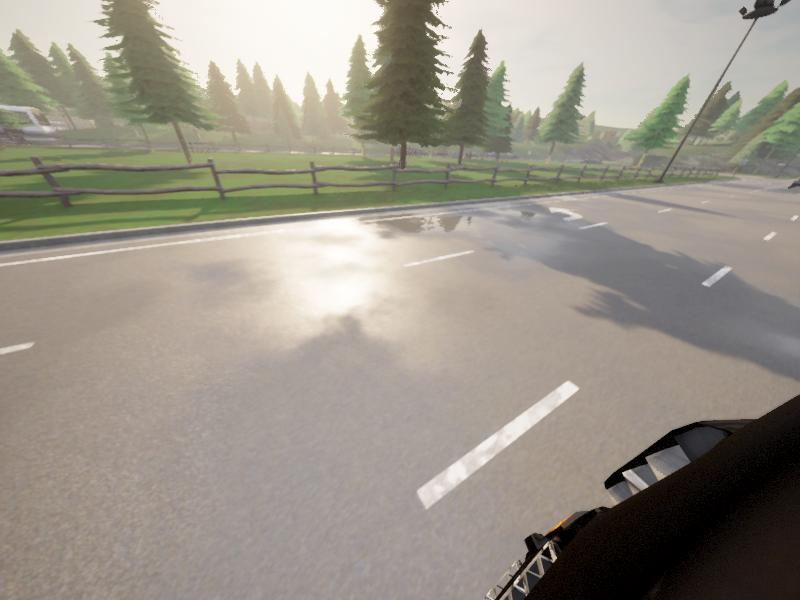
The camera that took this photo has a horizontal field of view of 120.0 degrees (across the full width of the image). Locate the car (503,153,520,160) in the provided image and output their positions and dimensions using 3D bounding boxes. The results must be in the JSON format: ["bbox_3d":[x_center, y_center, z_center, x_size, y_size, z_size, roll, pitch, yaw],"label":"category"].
[{"bbox_3d":[34.724,-44.787,72.019,4.856,1.649,2.033,-16,38,-26],"label":"car"}]

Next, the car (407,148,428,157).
[{"bbox_3d":[4.591,-38.517,60.296,5.238,1.638,1.930,-16,38,-26],"label":"car"}]

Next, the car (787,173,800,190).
[{"bbox_3d":[47.149,-13.682,26.605,3.988,1.617,1.851,-16,38,-26],"label":"car"}]

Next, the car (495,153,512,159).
[{"bbox_3d":[33.334,-46.616,74.690,4.974,1.542,2.038,-16,38,-26],"label":"car"}]

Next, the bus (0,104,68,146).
[{"bbox_3d":[-53.785,-23.018,30.222,10.273,4.253,3.944,-16,38,-26],"label":"bus"}]

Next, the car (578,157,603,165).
[{"bbox_3d":[57.193,-41.758,69.359,5.366,1.575,1.801,29,42,33],"label":"car"}]

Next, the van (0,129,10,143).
[{"bbox_3d":[-58.790,-23.000,31.839,4.442,1.987,1.775,-16,38,-26],"label":"van"}]

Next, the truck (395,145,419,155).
[{"bbox_3d":[1.994,-42.462,65.563,6.274,2.098,2.390,-16,38,-26],"label":"truck"}]

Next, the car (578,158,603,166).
[{"bbox_3d":[55.334,-40.297,67.215,5.027,1.651,2.152,28,41,32],"label":"car"}]

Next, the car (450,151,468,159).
[{"bbox_3d":[16.022,-39.425,62.718,4.514,1.525,2.007,-16,38,-26],"label":"car"}]
